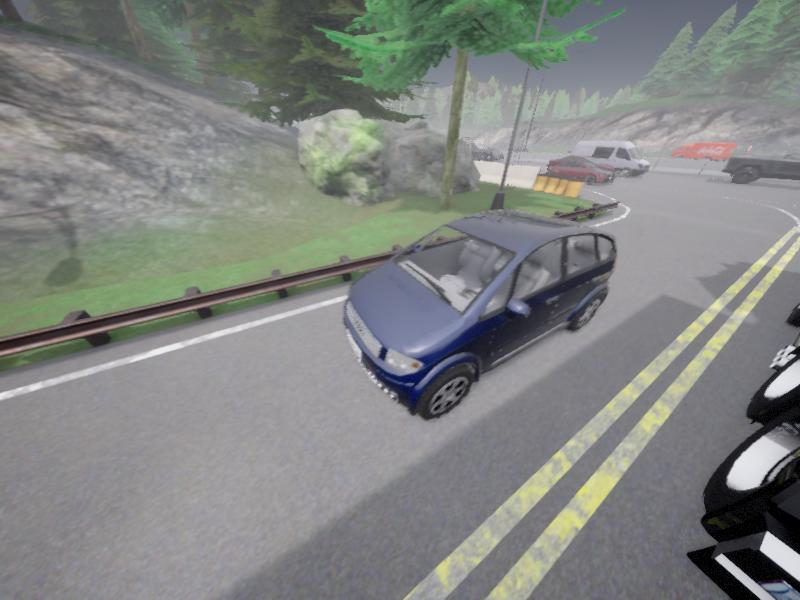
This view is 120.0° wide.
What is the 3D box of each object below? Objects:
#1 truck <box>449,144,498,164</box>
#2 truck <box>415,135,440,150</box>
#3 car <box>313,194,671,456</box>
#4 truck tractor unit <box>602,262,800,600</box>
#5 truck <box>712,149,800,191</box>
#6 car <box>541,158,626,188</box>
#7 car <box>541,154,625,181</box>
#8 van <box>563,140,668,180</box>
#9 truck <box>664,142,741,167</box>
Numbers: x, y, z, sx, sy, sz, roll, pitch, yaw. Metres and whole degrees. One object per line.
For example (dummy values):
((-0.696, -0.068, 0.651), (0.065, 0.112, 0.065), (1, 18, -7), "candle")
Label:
((9.955, -20.277, 31.873), (2.390, 2.098, 6.274), (-18, 39, -25), "truck")
((8.481, -49.800, 72.890), (2.891, 3.827, 8.468), (-18, 39, -25), "truck")
((1.130, -0.227, 3.010), (3.705, 1.549, 1.789), (-18, 39, -25), "car")
((5.112, -0.295, 0.798), (6.516, 4.208, 3.053), (-18, 39, -25), "truck tractor unit")
((26.166, -8.519, 15.121), (2.390, 2.098, 6.274), (-18, 39, -25), "truck")
((12.957, -9.233, 16.632), (1.994, 1.385, 4.181), (-18, 39, -24), "car")
((15.036, -11.224, 19.379), (1.882, 1.535, 5.008), (-18, 39, -25), "car")
((18.302, -12.390, 20.219), (1.988, 2.561, 5.915), (-18, 39, -25), "van")
((39.493, -19.257, 30.429), (2.627, 2.467, 5.204), (-18, 39, -25), "truck")
